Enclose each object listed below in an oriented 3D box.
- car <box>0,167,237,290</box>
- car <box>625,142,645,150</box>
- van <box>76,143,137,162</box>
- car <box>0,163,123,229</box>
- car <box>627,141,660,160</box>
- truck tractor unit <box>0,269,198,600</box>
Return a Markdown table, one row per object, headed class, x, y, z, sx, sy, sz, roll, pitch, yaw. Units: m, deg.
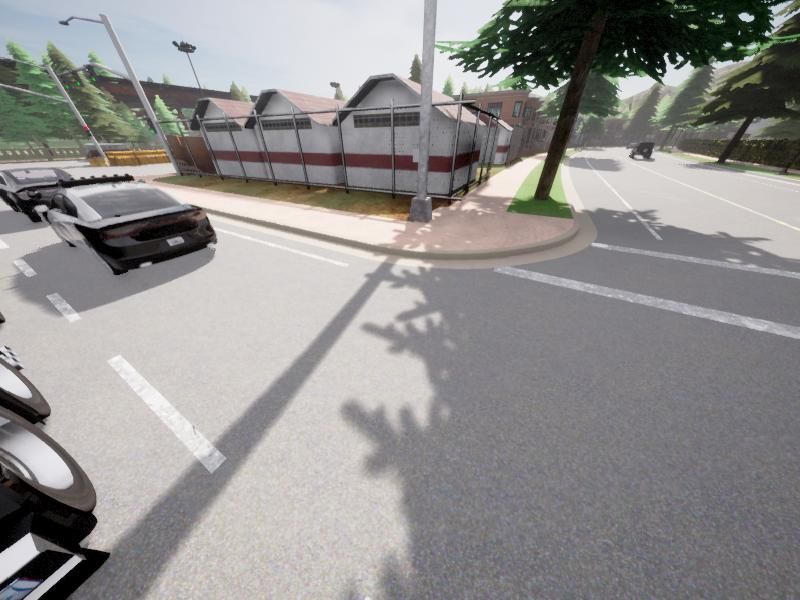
| class | x | y | z | sx | sy | sz | roll | pitch | yaw |
| --- | --- | --- | --- | --- | --- | --- | --- | --- | --- |
| car | -6.743 | -2.055 | 5.560 | 5.238 | 1.638 | 1.930 | 17 | 39 | 24 |
| car | 55.679 | -36.561 | 54.758 | 5.357 | 1.411 | 2.033 | -26 | 42 | -32 |
| van | -39.632 | -20.081 | 31.375 | 1.775 | 1.987 | 4.442 | 16 | 38 | 22 |
| car | -13.222 | -4.063 | 8.604 | 4.902 | 1.511 | 2.128 | 18 | 39 | 24 |
| car | 31.409 | -19.432 | 29.931 | 1.905 | 1.878 | 3.866 | 21 | 40 | 28 |
| truck tractor unit | -5.120 | -0.292 | 0.767 | 6.516 | 4.208 | 3.053 | 18 | 39 | 24 |
